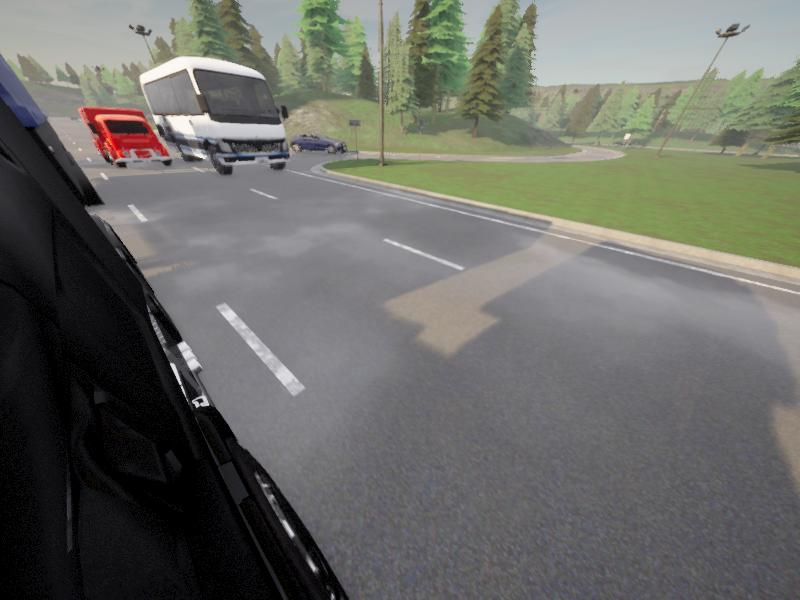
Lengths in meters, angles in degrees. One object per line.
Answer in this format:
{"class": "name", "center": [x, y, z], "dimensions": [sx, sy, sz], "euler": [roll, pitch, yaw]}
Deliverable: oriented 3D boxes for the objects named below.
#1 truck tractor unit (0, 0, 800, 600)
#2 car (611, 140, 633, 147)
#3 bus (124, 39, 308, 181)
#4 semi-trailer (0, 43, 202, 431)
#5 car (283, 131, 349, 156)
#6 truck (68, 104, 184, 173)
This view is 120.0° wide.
{"class": "truck tractor unit", "center": [-2.645, -0.295, 0.351], "dimensions": [6.516, 4.208, 3.053], "euler": [28, 44, 30]}
{"class": "car", "center": [68.423, -48.333, 71.252], "dimensions": [4.674, 1.442, 1.812], "euler": [28, 44, 30]}
{"class": "bus", "center": [-10.197, -9.871, 12.732], "dimensions": [10.273, 4.253, 3.944], "euler": [28, 43, 30]}
{"class": "semi-trailer", "center": [-8.700, -3.589, 4.249], "dimensions": [14.254, 4.402, 2.717], "euler": [28, 44, 30]}
{"class": "car", "center": [-7.462, -14.222, 20.923], "dimensions": [5.027, 1.651, 2.152], "euler": [8, 37, 8]}
{"class": "truck", "center": [-14.493, -8.592, 12.259], "dimensions": [5.204, 2.467, 2.627], "euler": [28, 43, 30]}
